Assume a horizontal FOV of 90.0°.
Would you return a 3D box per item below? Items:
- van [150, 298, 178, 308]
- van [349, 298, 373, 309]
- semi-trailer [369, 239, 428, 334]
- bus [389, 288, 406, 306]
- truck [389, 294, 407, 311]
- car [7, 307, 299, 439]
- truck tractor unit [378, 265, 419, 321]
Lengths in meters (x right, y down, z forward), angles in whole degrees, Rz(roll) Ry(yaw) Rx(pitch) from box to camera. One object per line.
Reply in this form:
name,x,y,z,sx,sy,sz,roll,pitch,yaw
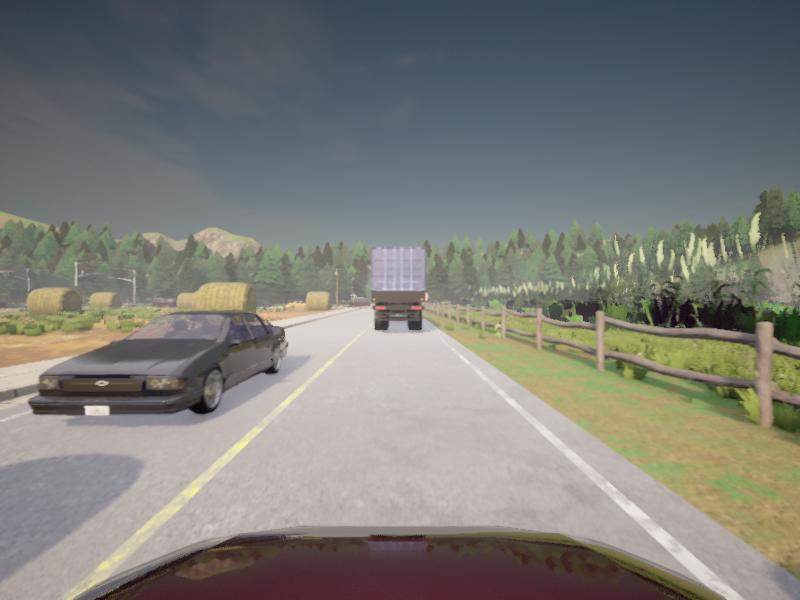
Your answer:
van,-46.322,0.620,78.607,4.442,1.987,1.775,0,0,-3
van,-7.566,0.613,77.496,4.442,1.987,1.775,0,0,-9
semi-trailer,-0.106,-0.627,25.538,2.717,4.402,14.254,0,0,0
bus,-0.681,-0.565,101.817,3.944,4.253,10.273,0,-2,-1
truck,-0.295,0.344,62.645,2.627,2.467,5.204,0,0,0
car,-3.513,0.893,7.286,2.033,1.411,5.357,0,0,0
truck tractor unit,-0.144,-0.530,33.458,3.053,4.208,6.516,0,0,0
